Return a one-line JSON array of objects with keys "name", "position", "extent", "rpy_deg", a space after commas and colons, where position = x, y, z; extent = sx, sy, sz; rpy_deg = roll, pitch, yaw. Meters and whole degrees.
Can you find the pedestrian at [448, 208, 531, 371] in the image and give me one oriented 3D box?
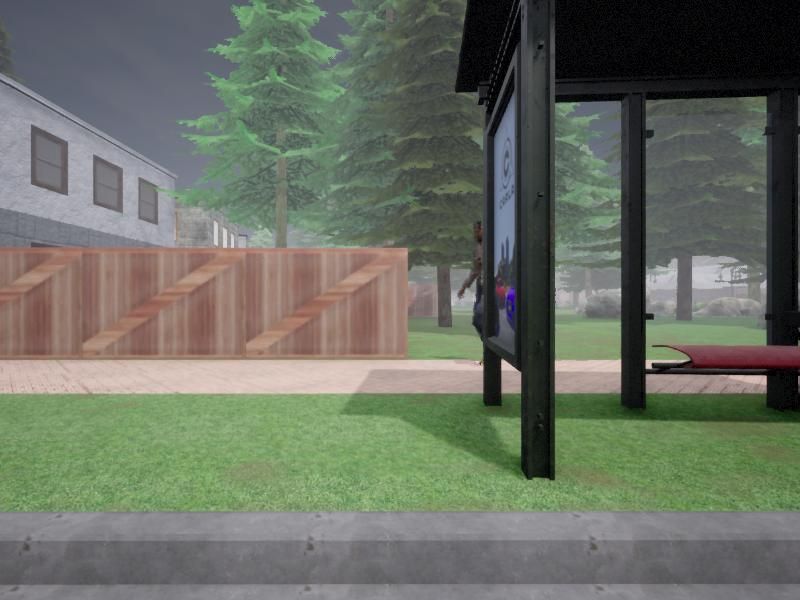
[{"name": "pedestrian", "position": [1.102, -0.115, 5.040], "extent": [0.751, 1.860, 0.751], "rpy_deg": [0, 0, -18]}]
